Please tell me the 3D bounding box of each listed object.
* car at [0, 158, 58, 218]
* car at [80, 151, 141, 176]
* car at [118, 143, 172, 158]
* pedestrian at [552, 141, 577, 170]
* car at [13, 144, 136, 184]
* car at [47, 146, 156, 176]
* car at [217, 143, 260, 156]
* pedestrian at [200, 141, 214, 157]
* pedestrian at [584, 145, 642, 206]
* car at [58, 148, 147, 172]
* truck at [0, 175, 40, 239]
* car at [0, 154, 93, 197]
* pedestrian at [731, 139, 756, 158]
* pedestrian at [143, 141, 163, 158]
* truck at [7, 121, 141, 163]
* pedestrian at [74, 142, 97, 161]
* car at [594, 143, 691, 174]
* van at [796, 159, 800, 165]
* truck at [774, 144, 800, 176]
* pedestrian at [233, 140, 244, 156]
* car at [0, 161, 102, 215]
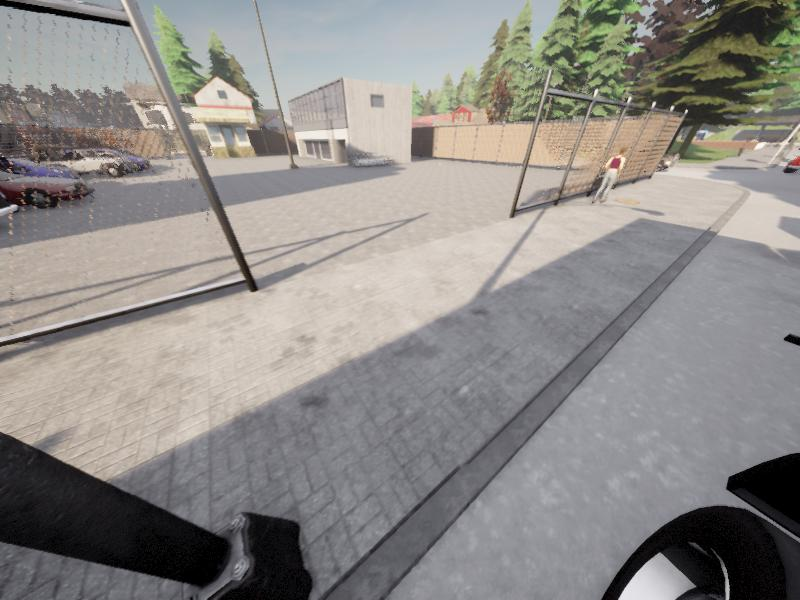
[{"bbox_3d":[-15.186,-4.093,8.356,1.789,1.547,3.705,-22,41,-28],"label":"car"},{"bbox_3d":[-20.908,-9.975,16.828,2.207,1.379,1.481,-22,41,-28],"label":"car"},{"bbox_3d":[-38.031,-22.544,34.754,5.027,1.651,2.152,-22,41,-28],"label":"car"},{"bbox_3d":[12.647,-11.098,17.763,0.751,1.860,0.751,-23,41,-28],"label":"pedestrian"},{"bbox_3d":[-20.378,-8.843,14.853,3.866,1.878,1.905,-22,41,-28],"label":"car"},{"bbox_3d":[-22.629,-10.859,17.912,4.611,1.667,2.242,-22,41,-28],"label":"car"},{"bbox_3d":[-26.204,-24.507,37.512,5.366,1.575,1.801,-22,41,-28],"label":"car"},{"bbox_3d":[-27.326,-21.469,32.737,0.751,1.860,0.751,-19,39,-24],"label":"pedestrian"},{"bbox_3d":[7.816,-4.600,8.559,0.751,1.860,0.751,-22,40,-27],"label":"pedestrian"},{"bbox_3d":[-25.050,-12.049,19.736,4.193,1.474,1.816,-22,41,-28],"label":"car"},{"bbox_3d":[-13.054,-2.213,5.255,4.478,2.038,2.069,-22,41,-28],"label":"truck"},{"bbox_3d":[-18.206,-5.989,11.083,3.633,1.501,1.845,-22,41,-28],"label":"car"},{"bbox_3d":[40.130,-17.704,27.005,0.751,1.860,0.751,-18,39,-24],"label":"pedestrian"},{"bbox_3d":[-32.642,-19.910,30.553,0.751,1.860,0.751,3,35,5],"label":"pedestrian"},{"bbox_3d":[-39.563,-19.691,28.799,2.891,3.827,8.468,17,39,23],"label":"truck"},{"bbox_3d":[-35.860,-16.927,26.334,0.751,1.860,0.751,28,44,34],"label":"pedestrian"},{"bbox_3d":[18.707,-11.232,18.146,1.932,1.855,4.605,-22,40,-28],"label":"car"},{"bbox_3d":[40.662,-14.387,21.924,5.915,2.561,1.988,-22,41,-28],"label":"van"},{"bbox_3d":[29.814,-10.092,15.947,5.204,2.467,2.627,-18,40,-23],"label":"truck"},{"bbox_3d":[-23.632,-22.221,33.782,0.751,1.860,0.751,-18,39,-23],"label":"pedestrian"},{"bbox_3d":[-15.187,-3.875,8.170,5.357,1.415,2.033,-22,41,-28],"label":"car"}]
